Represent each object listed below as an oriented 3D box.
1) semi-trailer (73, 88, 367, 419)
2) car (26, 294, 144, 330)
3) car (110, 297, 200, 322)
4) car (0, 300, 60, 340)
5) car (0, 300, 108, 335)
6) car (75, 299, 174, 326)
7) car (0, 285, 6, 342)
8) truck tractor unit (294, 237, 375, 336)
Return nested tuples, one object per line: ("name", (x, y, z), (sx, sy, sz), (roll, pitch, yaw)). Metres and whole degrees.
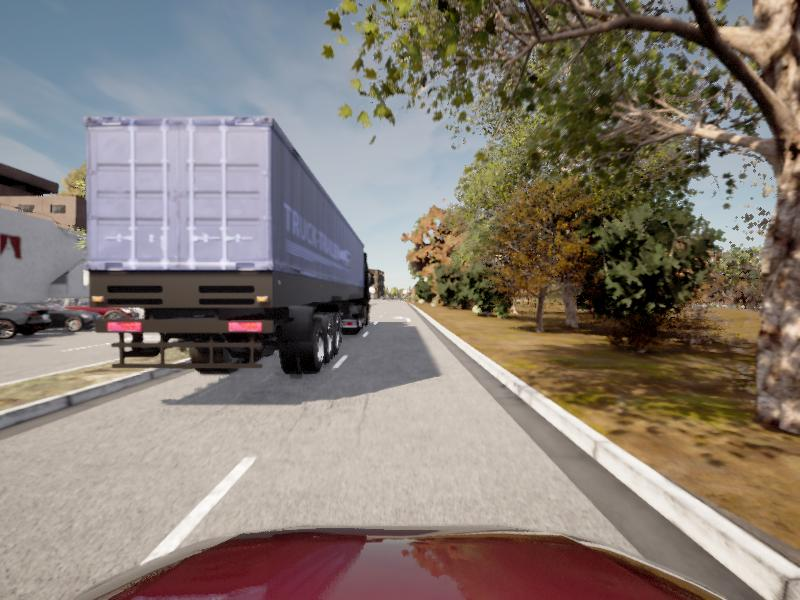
("semi-trailer", (-2.987, -0.662, 12.444), (2.717, 4.402, 14.254), (0, 0, 0))
("car", (-16.855, 0.577, 21.764), (4.553, 1.767, 2.185), (-1, 0, -20))
("car", (-16.812, 0.624, 27.776), (5.008, 1.535, 2.097), (-1, 1, -20))
("car", (-16.853, 0.794, 15.752), (4.792, 1.488, 2.163), (-1, 1, -20))
("car", (-16.827, 0.779, 18.777), (4.674, 1.452, 2.002), (-1, 0, -20))
("car", (-16.824, 0.705, 24.777), (4.674, 1.452, 2.002), (-1, 0, -20))
("car", (-16.858, 0.538, 12.751), (5.566, 2.045, 2.435), (-1, 1, -20))
("truck tractor unit", (-2.997, -0.638, 20.354), (3.053, 4.208, 6.516), (0, 1, 0))
